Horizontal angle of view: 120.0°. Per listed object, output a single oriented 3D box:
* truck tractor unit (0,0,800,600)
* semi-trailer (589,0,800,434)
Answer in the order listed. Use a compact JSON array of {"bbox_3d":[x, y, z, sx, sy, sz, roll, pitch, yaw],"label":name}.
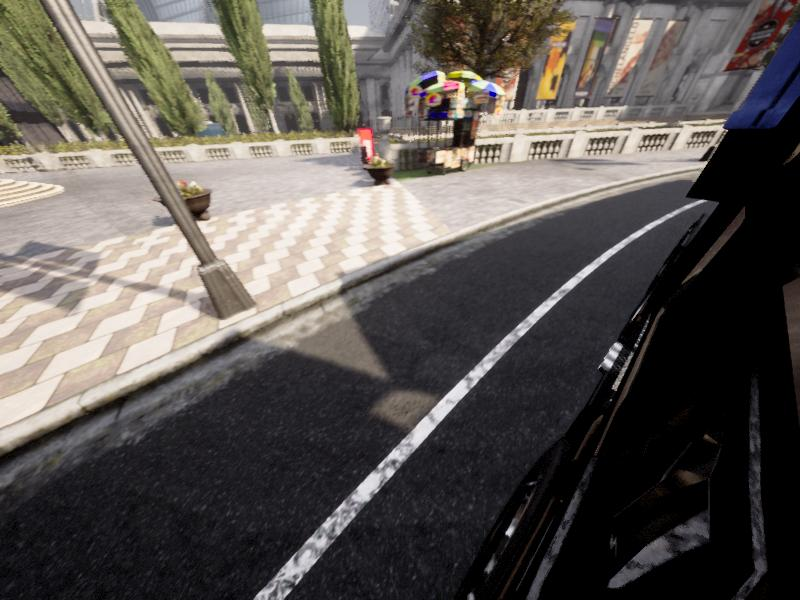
[{"bbox_3d":[2.645,-0.295,0.352,6.516,4.208,3.053,-28,44,-30],"label":"truck tractor unit"},{"bbox_3d":[9.307,-3.102,3.510,14.254,4.402,2.717,-21,40,-22],"label":"semi-trailer"}]
